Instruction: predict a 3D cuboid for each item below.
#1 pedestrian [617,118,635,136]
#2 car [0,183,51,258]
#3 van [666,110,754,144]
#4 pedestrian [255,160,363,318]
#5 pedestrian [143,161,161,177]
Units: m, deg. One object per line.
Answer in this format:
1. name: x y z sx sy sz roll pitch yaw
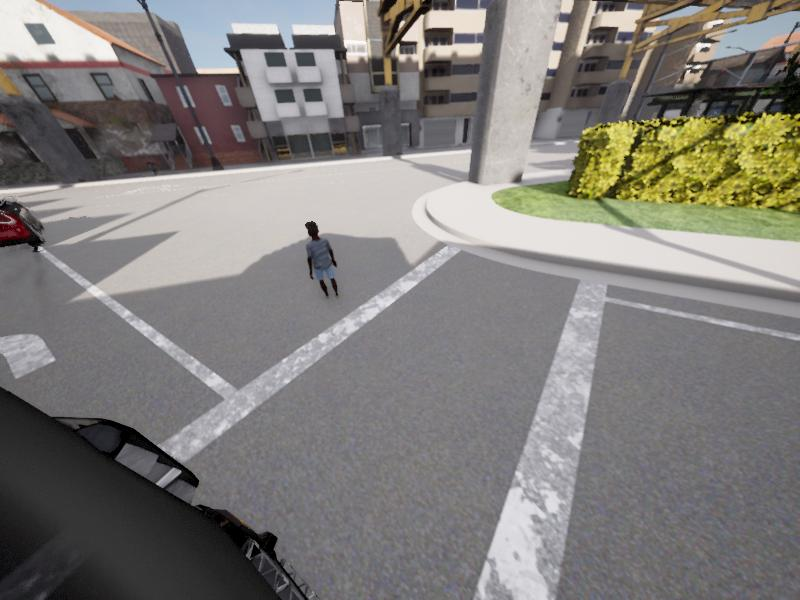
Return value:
1. pedestrian: 29.232 -22.365 29.874 0.751 1.860 0.751 5 37 12
2. car: -12.320 -2.283 6.649 3.806 1.475 1.970 22 43 31
3. van: 26.365 -14.748 19.781 4.480 2.038 2.069 -11 37 -10
4. pedestrian: -1.157 -0.800 3.208 0.751 1.860 0.751 -24 41 -26
5. pedestrian: -21.353 -11.285 19.913 0.500 1.100 0.500 -13 37 -13
